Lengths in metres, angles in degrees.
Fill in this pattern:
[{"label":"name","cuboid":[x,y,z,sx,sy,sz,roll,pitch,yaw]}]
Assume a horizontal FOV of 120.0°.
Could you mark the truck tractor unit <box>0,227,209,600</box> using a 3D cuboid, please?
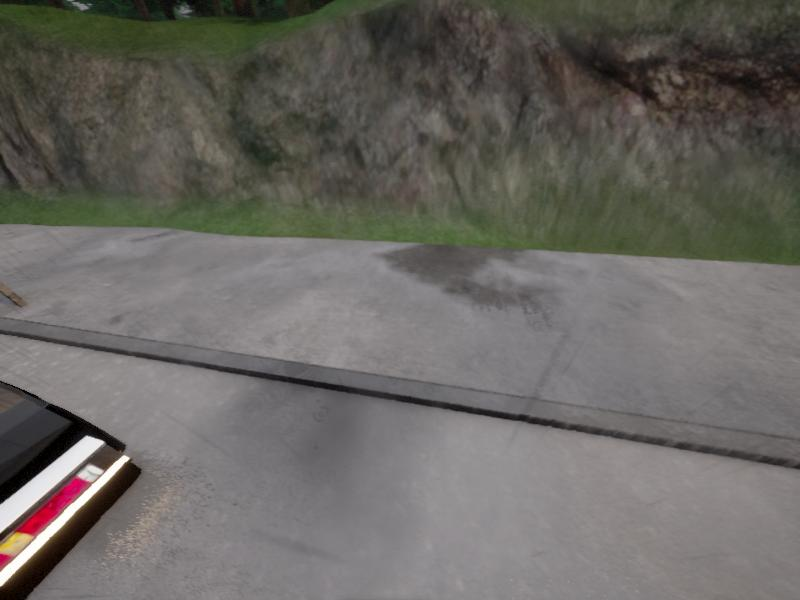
[{"label":"truck tractor unit","cuboid":[-5.335,0.038,0.317,6.516,4.208,3.053,7,36,10]}]
